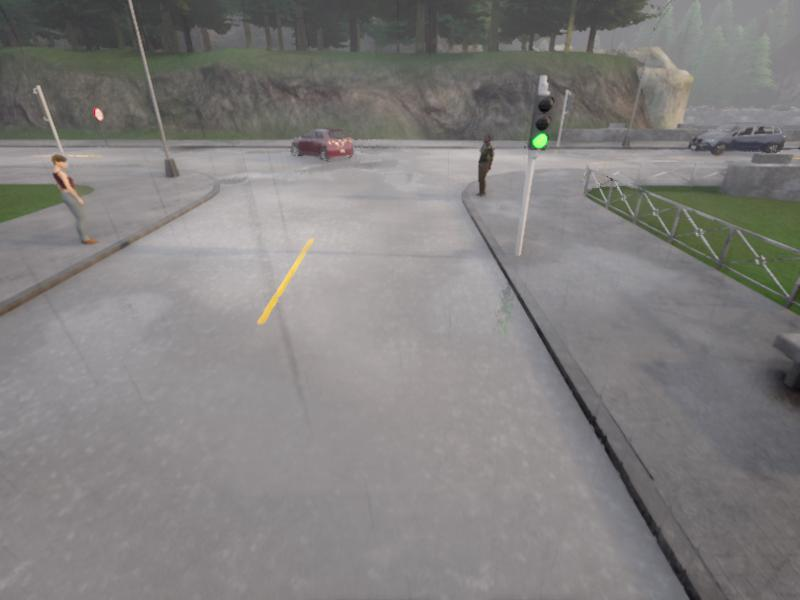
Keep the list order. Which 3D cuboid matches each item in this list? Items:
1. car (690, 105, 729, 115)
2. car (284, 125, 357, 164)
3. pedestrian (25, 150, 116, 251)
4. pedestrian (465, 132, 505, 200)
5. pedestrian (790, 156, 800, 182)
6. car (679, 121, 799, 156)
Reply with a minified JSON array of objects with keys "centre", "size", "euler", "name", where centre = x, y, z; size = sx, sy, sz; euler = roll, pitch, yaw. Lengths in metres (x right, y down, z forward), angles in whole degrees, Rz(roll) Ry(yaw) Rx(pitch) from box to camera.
[{"centre":[54.773,-33.629,70.862],"size":[4.792,1.488,2.163],"euler":[0,27,0],"name":"car"},{"centre":[-4.165,-8.179,20.867],"size":[3.633,1.501,1.845],"euler":[24,35,38],"name":"car"},{"centre":[-6.781,-2.070,8.308],"size":[0.751,1.860,0.751],"euler":[18,32,30],"name":"pedestrian"},{"centre":[2.614,-4.165,12.420],"size":[0.751,1.860,0.751],"euler":[-14,30,-26],"name":"pedestrian"},{"centre":[15.469,-5.305,14.729],"size":[0.751,1.860,0.751],"euler":[0,27,0],"name":"pedestrian"},{"centre":[19.445,-9.366,23.170],"size":[4.611,1.667,2.242],"euler":[0,27,0],"name":"car"}]
